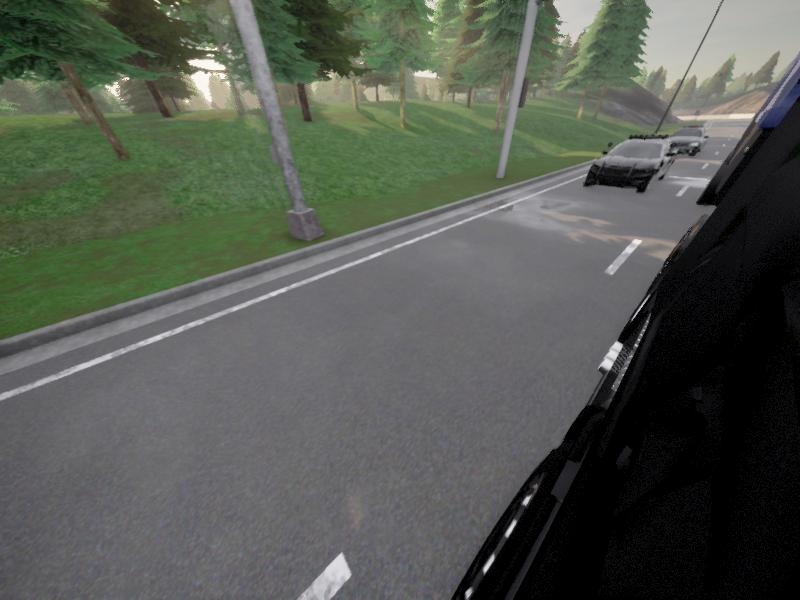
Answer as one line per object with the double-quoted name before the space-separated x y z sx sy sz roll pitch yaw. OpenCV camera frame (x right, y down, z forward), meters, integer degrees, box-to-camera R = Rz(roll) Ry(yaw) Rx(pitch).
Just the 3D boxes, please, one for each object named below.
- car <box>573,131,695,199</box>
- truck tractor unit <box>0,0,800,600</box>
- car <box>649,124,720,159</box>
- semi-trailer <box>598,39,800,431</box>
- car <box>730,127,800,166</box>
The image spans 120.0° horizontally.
"car" 9.166 -5.444 8.998 5.238 1.638 1.930 -28 44 -30
"truck tractor unit" 2.645 -0.295 0.351 6.516 4.208 3.053 -28 44 -30
"car" 19.021 -10.651 15.433 4.974 1.542 2.038 -28 44 -30
"semi-trailer" 8.695 -3.602 4.238 14.254 4.402 2.717 -28 44 -30
"car" 20.000 -8.329 12.401 4.181 1.385 1.994 -28 43 -29
